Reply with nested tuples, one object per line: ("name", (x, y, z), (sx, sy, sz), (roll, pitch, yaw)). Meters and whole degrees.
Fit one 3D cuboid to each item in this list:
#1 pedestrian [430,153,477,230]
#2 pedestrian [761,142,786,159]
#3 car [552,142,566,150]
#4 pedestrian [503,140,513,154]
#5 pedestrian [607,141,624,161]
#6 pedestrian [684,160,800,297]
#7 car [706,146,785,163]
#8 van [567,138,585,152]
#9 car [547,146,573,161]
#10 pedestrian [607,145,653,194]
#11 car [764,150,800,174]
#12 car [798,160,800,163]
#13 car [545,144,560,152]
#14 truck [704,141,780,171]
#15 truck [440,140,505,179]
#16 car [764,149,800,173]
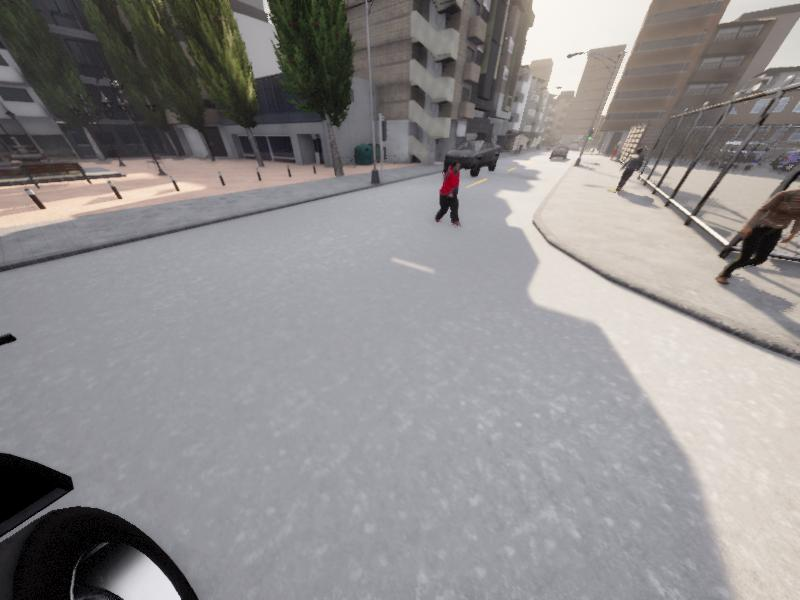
("pedestrian", (1.488, -3.101, 6.662), (0.751, 1.860, 0.751), (-22, 41, -29))
("pedestrian", (48.706, -19.524, 30.158), (0.751, 1.860, 0.751), (22, 41, 28))
("car", (42.439, -41.051, 61.692), (2.152, 1.651, 5.027), (22, 40, 27))
("pedestrian", (17.007, -24.022, 36.278), (0.751, 1.860, 0.751), (-27, 43, -33))
("pedestrian", (25.233, -17.459, 27.039), (0.751, 1.860, 0.751), (25, 42, 31))
("pedestrian", (5.852, -1.097, 3.661), (0.751, 1.860, 0.751), (16, 38, 21))
("car", (41.939, -17.888, 28.308), (4.902, 1.511, 2.128), (21, 40, 27))
("van", (41.026, -36.240, 53.906), (2.351, 2.431, 6.366), (22, 40, 27))
("car", (20.943, -19.188, 30.083), (2.033, 1.411, 5.357), (22, 40, 27))
("pedestrian", (10.455, -5.940, 10.550), (0.751, 1.860, 0.751), (28, 44, 34))
("car", (33.144, -11.248, 18.787), (2.033, 1.415, 5.357), (22, 40, 27))
("car", (48.053, -15.404, 24.850), (4.892, 1.490, 1.837), (21, 40, 27))
("car", (34.329, -34.293, 51.996), (1.970, 1.475, 3.806), (22, 40, 27))
("truck", (29.973, -12.884, 20.540), (2.069, 2.038, 4.478), (22, 40, 27))
("truck", (5.577, -10.706, 17.316), (2.390, 2.098, 6.274), (21, 40, 27))
("car", (33.241, -11.156, 18.533), (3.705, 1.547, 1.789), (22, 40, 27))
